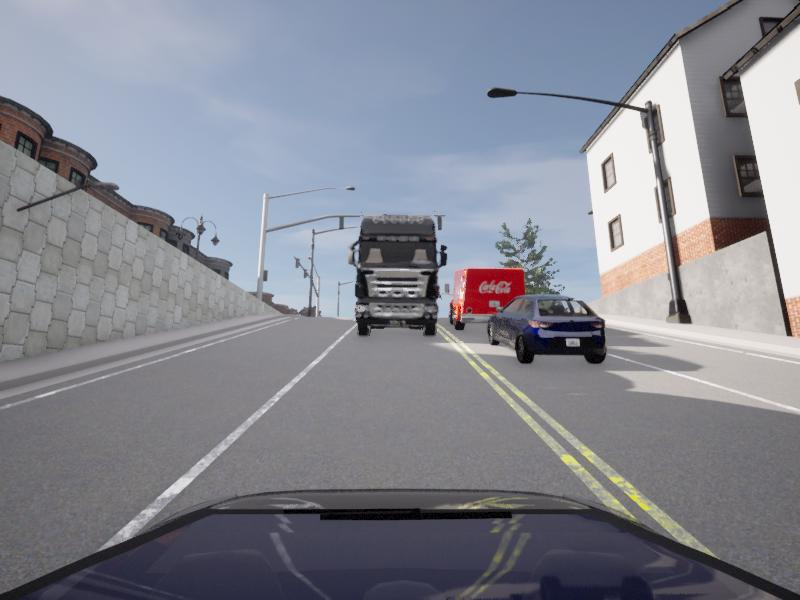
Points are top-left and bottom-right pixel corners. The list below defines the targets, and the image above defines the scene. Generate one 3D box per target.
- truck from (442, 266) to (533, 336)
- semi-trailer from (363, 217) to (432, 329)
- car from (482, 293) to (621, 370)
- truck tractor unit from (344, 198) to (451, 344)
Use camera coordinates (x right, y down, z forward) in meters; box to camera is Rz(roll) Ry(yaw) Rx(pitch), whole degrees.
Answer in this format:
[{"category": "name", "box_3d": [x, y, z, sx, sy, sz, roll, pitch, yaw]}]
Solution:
[{"category": "truck", "box_3d": [3.407, -0.042, 16.982, 2.627, 2.467, 5.204, 1, 2, 0]}, {"category": "semi-trailer", "box_3d": [-0.175, -1.166, 22.825, 2.717, 4.402, 14.254, 0, 1, -1]}, {"category": "car", "box_3d": [3.421, 0.592, 9.995, 1.816, 1.474, 4.193, 1, 1, 0]}, {"category": "truck tractor unit", "box_3d": [-0.082, -0.925, 14.895, 3.053, 4.208, 6.516, 1, 2, 0]}]
